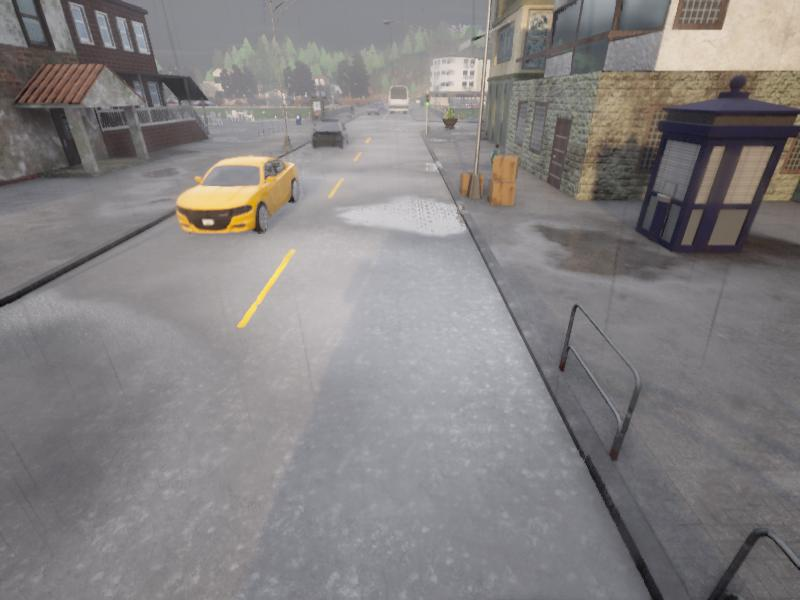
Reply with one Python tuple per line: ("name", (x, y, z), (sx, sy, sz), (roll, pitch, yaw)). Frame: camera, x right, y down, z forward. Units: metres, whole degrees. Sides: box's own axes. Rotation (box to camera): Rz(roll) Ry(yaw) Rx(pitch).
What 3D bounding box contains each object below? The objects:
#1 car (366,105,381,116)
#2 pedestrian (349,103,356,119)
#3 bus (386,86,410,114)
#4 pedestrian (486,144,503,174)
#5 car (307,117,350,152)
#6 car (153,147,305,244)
("car", (-4.193, -30.071, 63.538), (2.033, 1.411, 5.357), (0, 27, 0))
("pedestrian", (-6.308, -25.028, 52.969), (0.751, 1.860, 0.751), (-1, 27, -2))
("bus", (-0.322, -35.424, 70.832), (3.944, 4.253, 10.273), (0, 27, 0))
("pedestrian", (3.861, -5.763, 16.328), (0.500, 1.100, 0.500), (11, 29, 20))
("car", (-4.395, -10.610, 25.448), (1.930, 1.638, 5.238), (-1, 27, -1))
("car", (-4.192, -3.092, 10.939), (1.882, 1.535, 5.008), (0, 27, 1))
